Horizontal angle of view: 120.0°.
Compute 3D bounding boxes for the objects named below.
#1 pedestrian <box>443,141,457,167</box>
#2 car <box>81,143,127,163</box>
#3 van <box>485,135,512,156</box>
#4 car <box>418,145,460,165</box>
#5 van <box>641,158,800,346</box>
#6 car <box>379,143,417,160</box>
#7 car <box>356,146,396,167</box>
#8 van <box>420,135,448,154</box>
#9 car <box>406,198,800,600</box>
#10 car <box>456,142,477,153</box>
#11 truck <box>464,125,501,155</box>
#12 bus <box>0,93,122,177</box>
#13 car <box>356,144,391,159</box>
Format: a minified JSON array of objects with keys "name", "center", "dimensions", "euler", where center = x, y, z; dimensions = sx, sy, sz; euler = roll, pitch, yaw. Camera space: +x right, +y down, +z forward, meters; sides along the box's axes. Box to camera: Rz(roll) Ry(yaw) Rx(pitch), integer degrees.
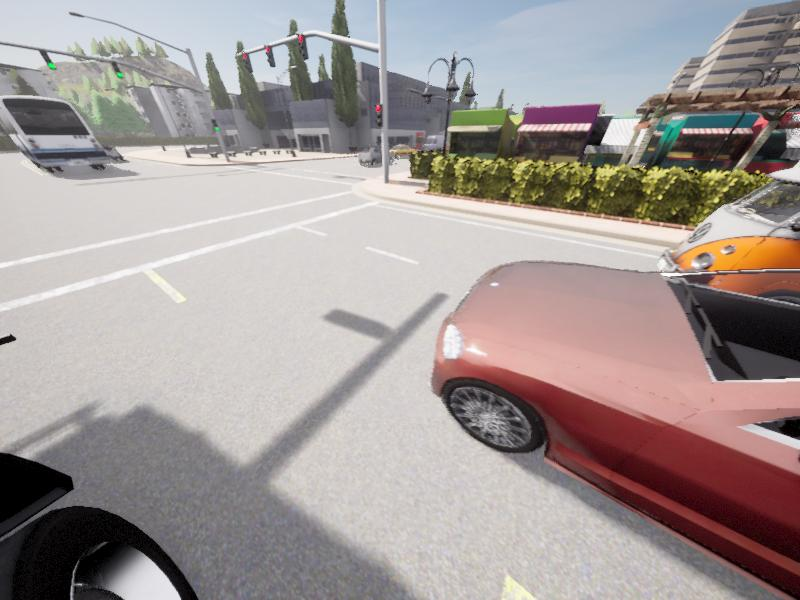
[{"name":"pedestrian","center":[4.265,-12.557,19.839],"dimensions":[0.751,1.860,0.751],"euler":[22,41,28]},{"name":"car","center":[-30.870,-15.409,24.129],"dimensions":[3.988,1.617,1.851],"euler":[21,40,27]},{"name":"van","center":[15.635,-24.521,36.625],"dimensions":[1.988,2.561,5.915],"euler":[21,41,27]},{"name":"car","center":[4.220,-15.507,24.633],"dimensions":[2.128,1.511,4.902],"euler":[23,41,29]},{"name":"van","center":[6.490,-0.361,2.752],"dimensions":[4.442,1.987,1.775],"euler":[22,41,28]},{"name":"car","center":[-0.166,-18.816,29.233],"dimensions":[1.801,1.575,5.366],"euler":[24,42,30]},{"name":"car","center":[-2.237,-13.893,22.277],"dimensions":[1.845,1.501,3.633],"euler":[23,41,29]},{"name":"van","center":[5.984,-27.484,40.744],"dimensions":[1.988,2.561,5.915],"euler":[23,42,29]},{"name":"car","center":[2.744,0.724,1.497],"dimensions":[5.027,1.651,2.152],"euler":[22,41,28]},{"name":"car","center":[12.571,-28.808,43.512],"dimensions":[1.801,1.575,5.366],"euler":[23,41,29]},{"name":"truck","center":[14.339,-27.552,39.797],"dimensions":[2.891,3.827,8.468],"euler":[22,41,28]},{"name":"bus","center":[-26.941,-12.450,17.670],"dimensions":[10.273,4.253,3.944],"euler":[21,40,27]},{"name":"car","center":[-3.399,-19.649,30.435],"dimensions":[2.007,1.525,4.514],"euler":[24,42,30]}]
